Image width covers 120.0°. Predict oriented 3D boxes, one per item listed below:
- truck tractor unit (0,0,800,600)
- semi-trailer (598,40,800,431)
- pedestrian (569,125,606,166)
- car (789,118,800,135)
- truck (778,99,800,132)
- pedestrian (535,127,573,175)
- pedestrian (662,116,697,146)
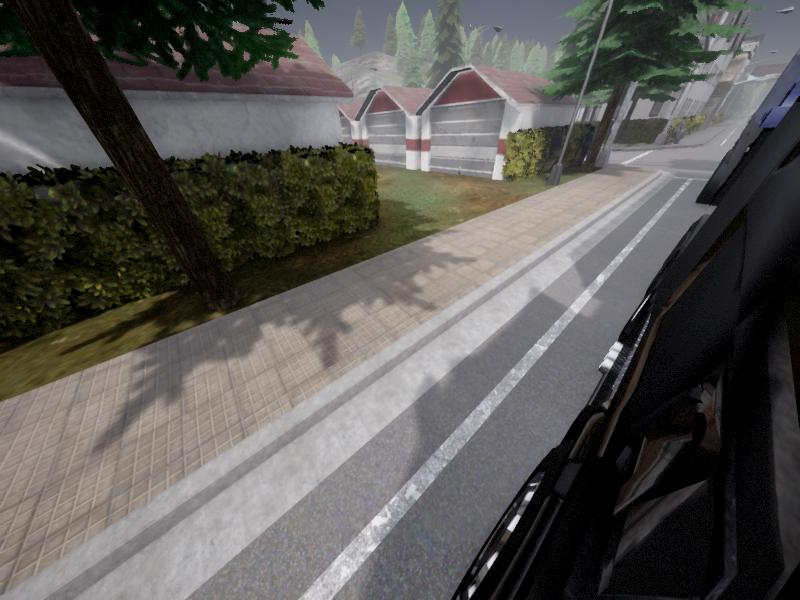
[{"bbox_3d":[2.645,-0.295,0.351,6.516,4.208,3.053,-28,44,-30],"label":"truck tractor unit"},{"bbox_3d":[8.677,-3.623,4.245,14.254,4.402,2.717,-28,44,-30],"label":"semi-trailer"},{"bbox_3d":[10.648,-8.787,13.179,0.751,1.860,0.751,-20,40,-22],"label":"pedestrian"},{"bbox_3d":[43.333,-18.356,24.141,4.974,1.542,2.038,-28,44,-30],"label":"car"},{"bbox_3d":[50.093,-22.931,27.910,8.468,3.827,2.891,-28,44,-30],"label":"truck"},{"bbox_3d":[7.378,-7.149,11.113,0.751,1.860,0.751,-25,42,-27],"label":"pedestrian"},{"bbox_3d":[21.965,-13.340,18.233,0.751,1.860,0.751,2,37,7],"label":"pedestrian"}]
